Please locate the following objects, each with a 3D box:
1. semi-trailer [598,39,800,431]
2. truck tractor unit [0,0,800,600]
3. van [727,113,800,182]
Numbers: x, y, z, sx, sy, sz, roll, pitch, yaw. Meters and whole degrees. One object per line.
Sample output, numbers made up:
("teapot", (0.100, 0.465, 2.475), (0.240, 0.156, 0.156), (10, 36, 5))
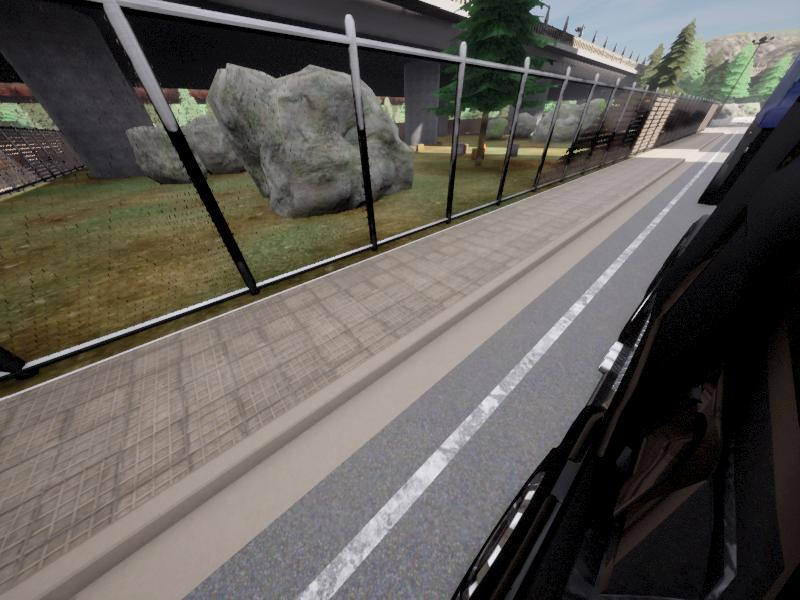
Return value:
("semi-trailer", (8.701, -3.604, 4.223), (14.254, 4.402, 2.717), (-28, 44, -30))
("truck tractor unit", (2.645, -0.295, 0.351), (6.516, 4.208, 3.053), (-28, 44, -30))
("van", (15.939, -6.339, 9.426), (4.480, 2.038, 2.069), (-26, 43, -29))
